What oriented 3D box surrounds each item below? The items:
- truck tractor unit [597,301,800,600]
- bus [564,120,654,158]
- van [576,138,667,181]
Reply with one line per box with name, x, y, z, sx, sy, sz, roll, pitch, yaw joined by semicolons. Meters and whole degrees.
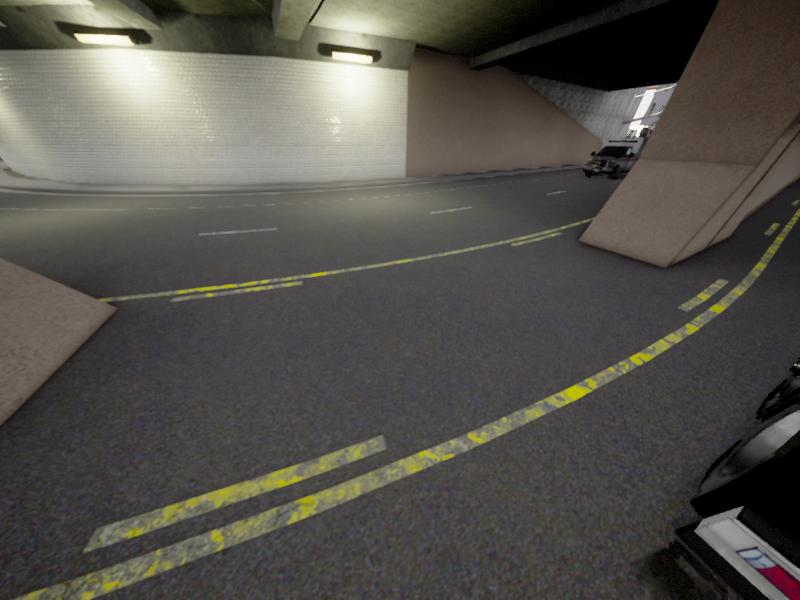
truck tractor unit;5.166;-0.243;0.688;6.516;4.208;3.053;-16;38;-21
bus;35.816;-28.223;40.373;3.944;4.253;10.273;-19;45;-25
van;16.728;-10.769;17.492;6.366;2.431;2.351;-19;39;-26
